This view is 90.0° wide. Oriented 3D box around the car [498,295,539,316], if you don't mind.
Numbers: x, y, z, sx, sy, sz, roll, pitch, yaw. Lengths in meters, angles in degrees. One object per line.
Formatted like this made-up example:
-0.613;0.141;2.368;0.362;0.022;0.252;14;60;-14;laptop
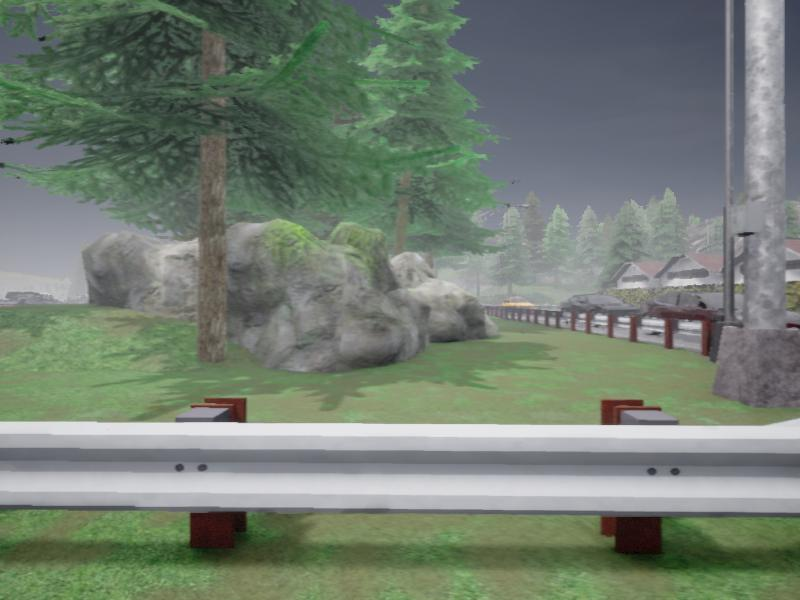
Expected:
9.346;0.391;32.039;1.801;1.575;5.366;0;0;2;car

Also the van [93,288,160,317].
-20.952;0.155;30.870;2.069;2.038;4.480;0;0;0;van

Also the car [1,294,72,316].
-27.950;0.368;30.912;1.851;1.617;3.988;0;0;0;car

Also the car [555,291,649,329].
9.197;0.416;18.785;1.882;1.535;5.008;0;0;1;car

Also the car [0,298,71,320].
-24.470;0.525;26.213;1.895;1.301;4.718;0;0;0;car

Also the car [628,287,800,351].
9.143;0.446;11.790;2.163;1.488;4.792;0;0;1;car
